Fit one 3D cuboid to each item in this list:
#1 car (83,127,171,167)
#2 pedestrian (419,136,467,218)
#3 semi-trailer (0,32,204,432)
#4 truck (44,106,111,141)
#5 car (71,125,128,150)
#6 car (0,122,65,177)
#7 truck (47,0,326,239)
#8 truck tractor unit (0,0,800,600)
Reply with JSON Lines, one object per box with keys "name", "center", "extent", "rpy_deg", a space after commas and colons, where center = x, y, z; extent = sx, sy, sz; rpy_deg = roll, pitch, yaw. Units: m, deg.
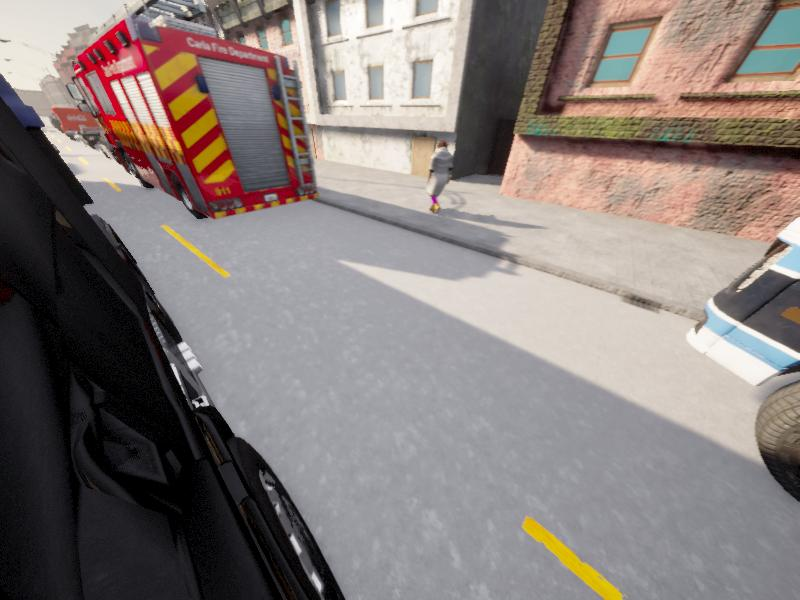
{"name": "car", "center": [-15.643, -8.848, 13.220], "extent": [4.792, 1.488, 2.163], "rpy_deg": [27, 43, 29]}
{"name": "pedestrian", "center": [1.114, -3.363, 6.395], "extent": [0.751, 1.860, 0.751], "rpy_deg": [-14, 40, -21]}
{"name": "semi-trailer", "center": [-8.809, -3.525, 4.118], "extent": [14.254, 4.402, 2.717], "rpy_deg": [27, 43, 29]}
{"name": "truck", "center": [-31.733, -17.367, 22.758], "extent": [5.204, 2.467, 2.627], "rpy_deg": [27, 43, 29]}
{"name": "car", "center": [-23.615, -12.789, 18.135], "extent": [4.718, 1.301, 1.895], "rpy_deg": [27, 43, 29]}
{"name": "car", "center": [-17.385, -6.737, 10.160], "extent": [4.611, 1.667, 2.242], "rpy_deg": [27, 43, 29]}
{"name": "truck", "center": [-6.430, -5.228, 7.009], "extent": [8.468, 3.827, 2.891], "rpy_deg": [26, 43, 28]}
{"name": "truck tractor unit", "center": [-2.645, -0.295, 0.351], "extent": [6.516, 4.208, 3.053], "rpy_deg": [28, 44, 30]}
